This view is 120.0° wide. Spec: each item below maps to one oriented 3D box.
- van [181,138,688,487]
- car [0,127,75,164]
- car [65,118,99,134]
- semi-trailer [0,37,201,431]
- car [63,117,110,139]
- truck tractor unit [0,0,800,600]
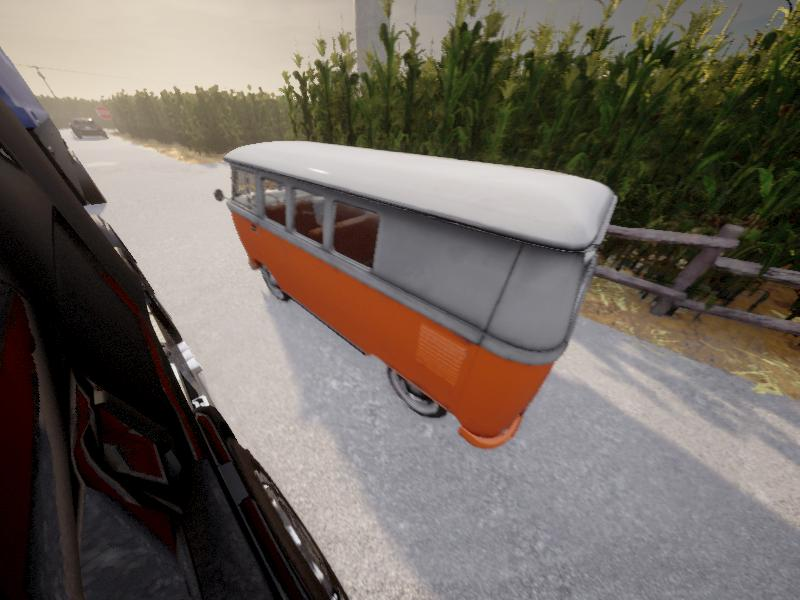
[{"bbox_3d":[-0.432,-0.664,2.843,4.442,1.987,1.775,28,44,30],"label":"van"},{"bbox_3d":[-20.270,-8.680,12.854,4.718,1.301,1.895,27,43,29],"label":"car"},{"bbox_3d":[-39.956,-21.913,29.091,3.806,1.475,1.970,31,45,32],"label":"car"},{"bbox_3d":[-8.666,-3.629,4.255,14.254,4.402,2.717,29,44,30],"label":"semi-trailer"},{"bbox_3d":[-33.336,-18.323,24.562,4.611,1.667,2.242,28,44,30],"label":"car"},{"bbox_3d":[-2.645,-0.295,0.351,6.516,4.208,3.053,28,44,30],"label":"truck tractor unit"}]
